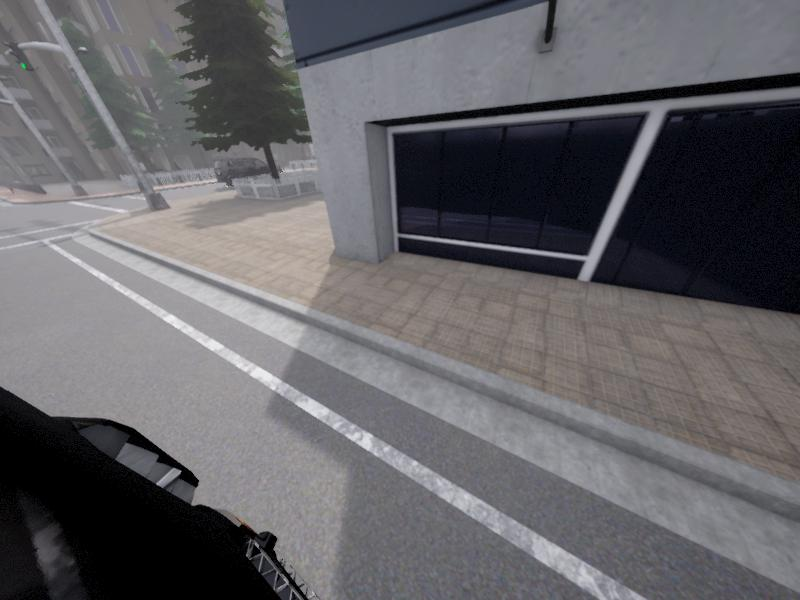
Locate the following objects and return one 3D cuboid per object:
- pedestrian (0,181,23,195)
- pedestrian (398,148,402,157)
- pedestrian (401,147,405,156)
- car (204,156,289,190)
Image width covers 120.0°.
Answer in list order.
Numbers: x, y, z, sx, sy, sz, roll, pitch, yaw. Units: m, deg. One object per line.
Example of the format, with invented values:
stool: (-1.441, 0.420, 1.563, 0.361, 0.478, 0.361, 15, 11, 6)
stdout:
pedestrian: (-34.832, -10.015, 20.655, 0.500, 1.100, 0.500, 1, 34, 6)
pedestrian: (0.060, -35.701, 55.867, 0.751, 1.860, 0.751, 4, 34, 11)
pedestrian: (0.820, -36.862, 57.470, 0.751, 1.860, 0.751, 2, 34, 8)
car: (-12.896, -11.130, 20.007, 2.150, 2.045, 5.566, 14, 37, 24)
